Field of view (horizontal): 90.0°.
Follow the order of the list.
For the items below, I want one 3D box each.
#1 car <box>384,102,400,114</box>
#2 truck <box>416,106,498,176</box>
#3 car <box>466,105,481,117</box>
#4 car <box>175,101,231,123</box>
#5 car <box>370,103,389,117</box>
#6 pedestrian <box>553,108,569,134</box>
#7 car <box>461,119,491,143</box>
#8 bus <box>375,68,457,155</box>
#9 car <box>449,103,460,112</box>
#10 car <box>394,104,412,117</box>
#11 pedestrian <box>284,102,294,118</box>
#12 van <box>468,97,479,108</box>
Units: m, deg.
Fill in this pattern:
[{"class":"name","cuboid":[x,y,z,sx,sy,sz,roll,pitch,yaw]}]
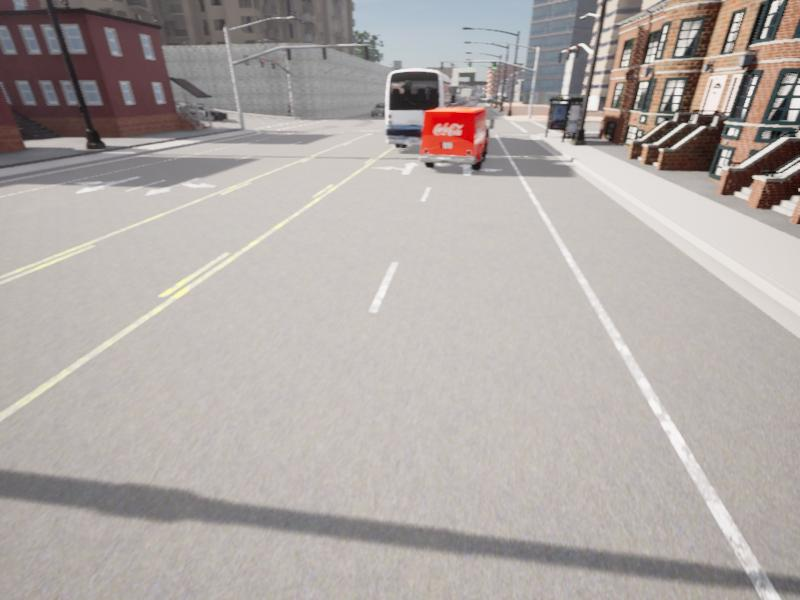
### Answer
[{"class":"car","cuboid":[-1.316,-33.635,70.022,2.097,1.767,4.553,4,28,8]},{"class":"truck","cuboid":[2.791,-7.564,18.589,2.627,2.467,5.204,9,29,17]},{"class":"car","cuboid":[11.153,-28.620,60.561,2.007,1.525,4.514,4,28,8]},{"class":"car","cuboid":[-21.806,-20.919,44.434,5.238,1.638,1.930,9,28,5]},{"class":"car","cuboid":[-2.995,-28.854,60.646,1.932,1.855,4.605,4,28,8]},{"class":"pedestrian","cuboid":[12.844,-14.327,31.948,0.751,1.860,0.751,1,27,2]},{"class":"car","cuboid":[5.551,-12.451,29.352,1.895,1.301,4.718,4,28,8]},{"class":"bus","cuboid":[1.435,-12.481,26.214,3.944,4.253,10.273,4,28,8]},{"class":"car","cuboid":[10.444,-36.724,76.380,1.970,1.475,3.806,4,28,8]},{"class":"car","cuboid":[0.492,-28.593,60.371,2.033,1.649,4.856,4,28,8]},{"class":"pedestrian","cuboid":[-14.536,-24.903,52.401,0.751,1.860,0.751,9,29,18]},{"class":"van","cuboid":[17.611,-47.601,96.327,2.351,2.431,6.366,4,28,8]}]
